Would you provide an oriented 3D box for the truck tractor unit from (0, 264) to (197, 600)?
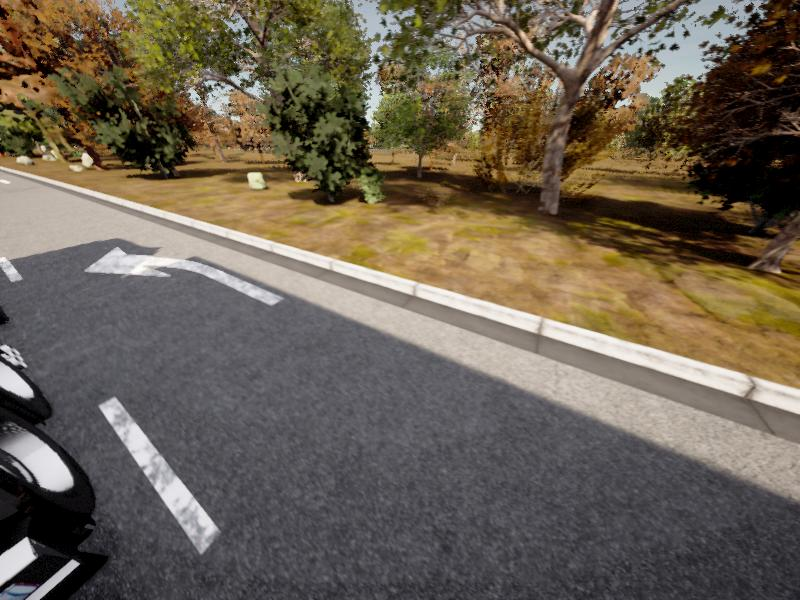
[{"bbox_3d":[-5.109,-0.304,0.777,6.516,4.208,3.053,18,39,24],"label":"truck tractor unit"}]
